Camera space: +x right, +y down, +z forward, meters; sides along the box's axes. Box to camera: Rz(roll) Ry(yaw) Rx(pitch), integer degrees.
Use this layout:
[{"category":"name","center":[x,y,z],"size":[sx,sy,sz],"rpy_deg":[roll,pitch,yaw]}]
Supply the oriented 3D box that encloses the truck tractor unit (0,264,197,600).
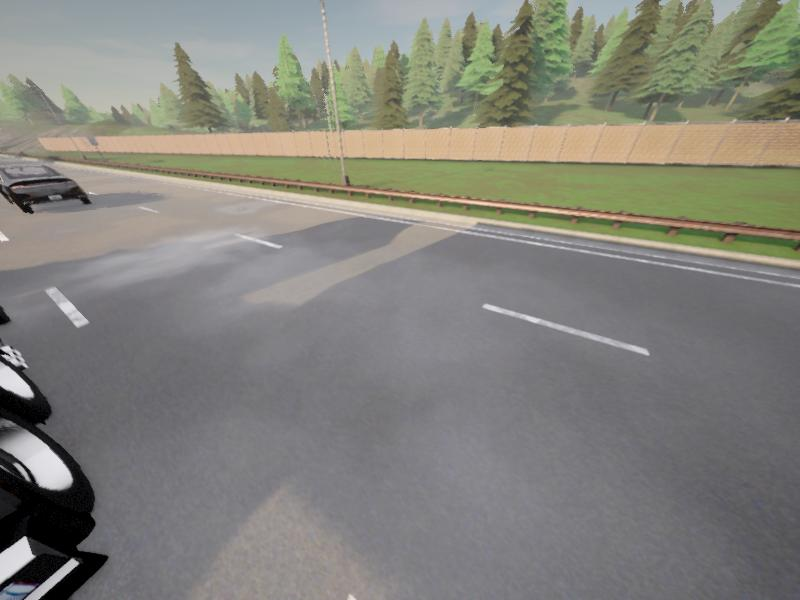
[{"category":"truck tractor unit","center":[-5.118,-0.290,0.786],"size":[6.516,4.208,3.053],"rpy_deg":[18,39,24]}]

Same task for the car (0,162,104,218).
[{"category":"car","center":[-15.465,-4.849,9.834],"size":[4.902,1.511,2.128],"rpy_deg":[18,39,24]}]
